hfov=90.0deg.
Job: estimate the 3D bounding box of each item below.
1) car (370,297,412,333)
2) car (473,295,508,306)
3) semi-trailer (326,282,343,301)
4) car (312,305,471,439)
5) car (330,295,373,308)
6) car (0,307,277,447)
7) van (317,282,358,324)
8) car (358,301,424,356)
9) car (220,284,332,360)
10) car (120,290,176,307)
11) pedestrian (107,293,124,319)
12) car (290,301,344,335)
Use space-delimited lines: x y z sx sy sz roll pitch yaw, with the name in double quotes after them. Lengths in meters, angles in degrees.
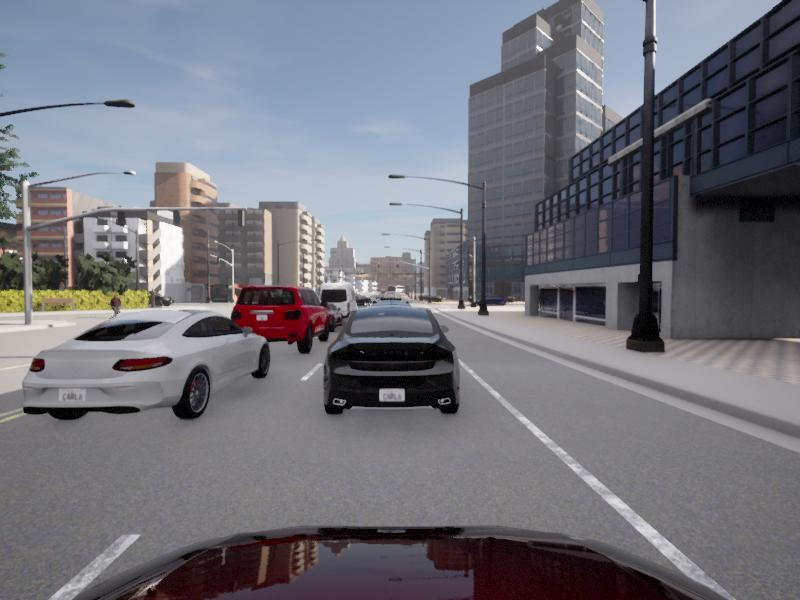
-0.475 0.699 21.249 1.930 1.638 5.238 0 1 -1 "car"
12.127 0.027 53.711 4.193 1.474 1.816 0 2 -1 "car"
-16.405 -2.139 101.460 2.717 4.402 14.254 0 1 -3 "semi-trailer"
-0.149 0.857 7.057 1.837 1.490 4.892 0 0 -1 "car"
-5.774 0.145 47.989 1.882 1.535 5.008 1 2 44 "car"
-3.644 0.882 6.694 1.812 1.442 4.674 0 0 -1 "car"
-4.109 0.127 27.401 1.988 2.561 5.915 0 1 -1 "van"
-0.303 0.817 13.944 1.882 1.535 5.008 0 0 -1 "car"
-3.805 0.564 13.567 2.150 2.045 5.566 0 0 -1 "car"
-31.155 -0.175 49.607 5.566 2.045 2.150 0 2 -1 "car"
-20.708 0.421 29.109 0.751 1.860 0.751 1 2 32 "pedestrian"
-4.026 0.806 20.241 1.812 1.442 4.674 0 0 -1 "car"
